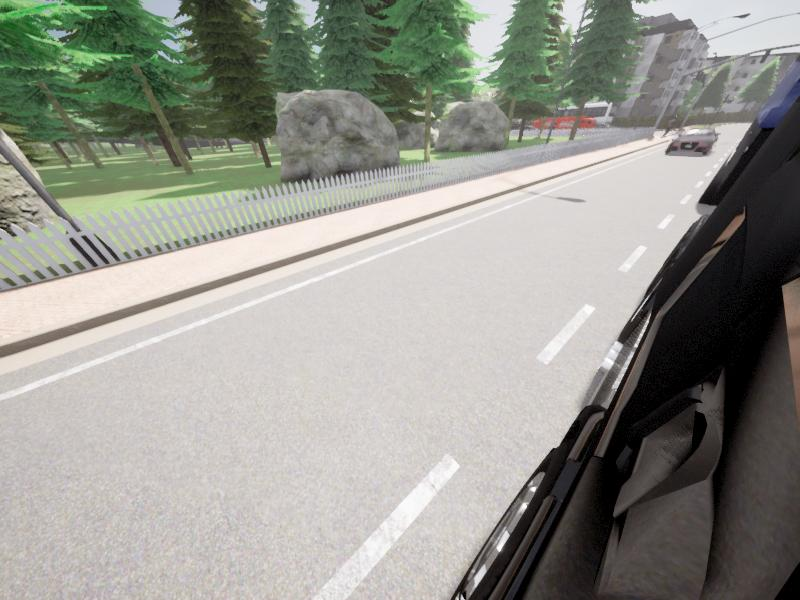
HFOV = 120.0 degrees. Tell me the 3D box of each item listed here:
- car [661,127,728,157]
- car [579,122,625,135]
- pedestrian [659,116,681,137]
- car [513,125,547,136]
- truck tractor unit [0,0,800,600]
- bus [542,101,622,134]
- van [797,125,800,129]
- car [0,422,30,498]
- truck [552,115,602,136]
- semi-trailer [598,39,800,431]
[{"bbox_3d":[19.862,-10.712,15.560,4.181,1.385,1.994,-27,43,-29],"label":"car"},{"bbox_3d":[31.962,-27.220,36.732,2.128,1.511,4.902,-26,43,-28],"label":"car"},{"bbox_3d":[30.079,-19.339,25.735,0.751,1.860,0.751,-27,43,-28],"label":"pedestrian"},{"bbox_3d":[23.188,-30.313,41.428,1.837,1.490,4.892,-26,43,-28],"label":"car"},{"bbox_3d":[2.645,-0.295,0.351,6.516,4.208,3.053,-28,44,-30],"label":"truck tractor unit"},{"bbox_3d":[33.426,-33.919,43.299,3.944,4.253,10.273,-26,43,-28],"label":"bus"},{"bbox_3d":[53.822,-23.210,29.234,6.366,2.431,2.351,-28,44,-30],"label":"van"},{"bbox_3d":[-4.473,1.838,0.127,3.988,1.617,1.851,-27,43,-29],"label":"car"},{"bbox_3d":[27.675,-27.355,36.380,2.627,2.467,5.204,-26,43,-28],"label":"truck"},{"bbox_3d":[8.707,-3.601,4.216,14.254,4.402,2.717,-28,44,-30],"label":"semi-trailer"}]
